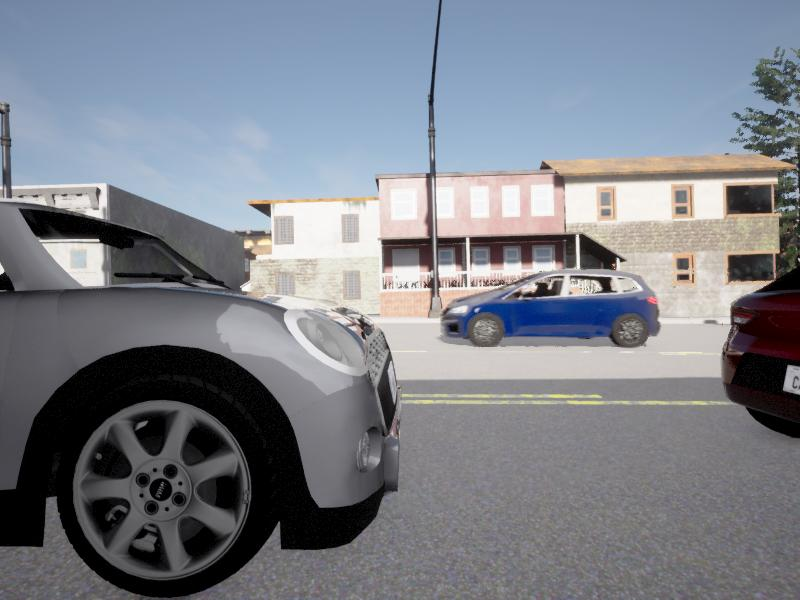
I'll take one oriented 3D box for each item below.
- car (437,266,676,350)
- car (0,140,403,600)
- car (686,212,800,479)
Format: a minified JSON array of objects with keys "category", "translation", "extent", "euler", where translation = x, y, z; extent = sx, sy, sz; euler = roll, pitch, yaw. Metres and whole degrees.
[{"category":"car","translation":[3.254,0.159,9.177],"extent":[4.611,1.667,2.242],"euler":[0,0,1]},{"category":"car","translation":[-1.899,0.258,2.237],"extent":[3.806,1.475,1.970],"euler":[0,0,1]},{"category":"car","translation":[4.307,0.260,2.168],"extent":[4.193,1.474,1.816],"euler":[0,0,1]}]
